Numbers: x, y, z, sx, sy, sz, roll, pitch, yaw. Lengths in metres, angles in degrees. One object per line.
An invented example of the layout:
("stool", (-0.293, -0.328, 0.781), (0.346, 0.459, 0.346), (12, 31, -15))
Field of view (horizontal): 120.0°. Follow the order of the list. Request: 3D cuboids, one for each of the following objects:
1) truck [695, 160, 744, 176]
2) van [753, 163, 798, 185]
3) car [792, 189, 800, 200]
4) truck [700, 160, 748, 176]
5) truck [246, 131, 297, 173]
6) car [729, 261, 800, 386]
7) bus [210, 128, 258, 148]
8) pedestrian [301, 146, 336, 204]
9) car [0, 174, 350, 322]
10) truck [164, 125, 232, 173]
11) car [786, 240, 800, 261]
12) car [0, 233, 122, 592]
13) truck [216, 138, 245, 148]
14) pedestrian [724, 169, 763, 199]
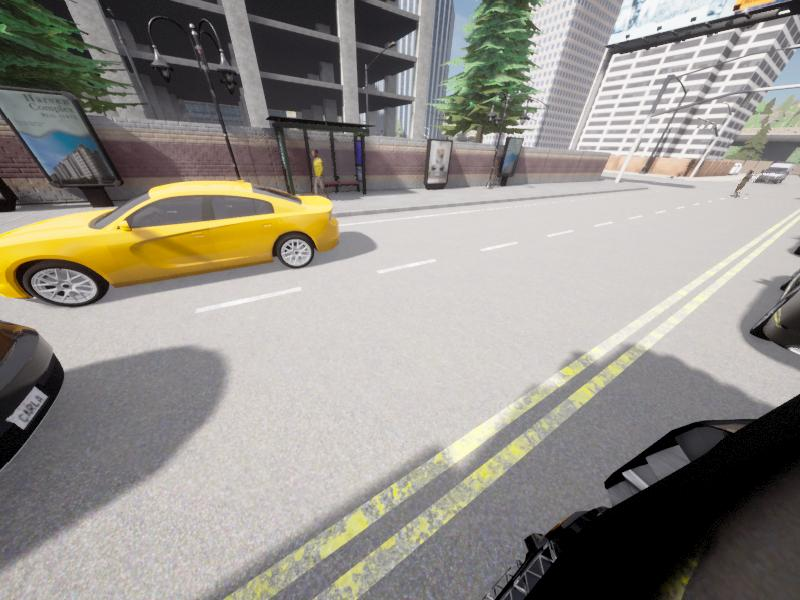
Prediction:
("truck", (67.199, -27.899, 48.715), (2.615, 2.467, 5.204), (-16, 38, -26))
("van", (54.639, -18.391, 33.604), (5.915, 2.561, 1.988), (-16, 38, -26))
("car", (35.068, -8.365, 17.425), (5.566, 2.045, 2.150), (6, 34, 5))
("truck", (70.213, -28.759, 50.245), (2.615, 2.467, 5.204), (-16, 38, -26))
("truck", (-10.481, -11.993, 18.676), (2.615, 2.467, 5.204), (-16, 38, -26))
("car", (7.289, -0.093, 3.172), (5.238, 1.638, 1.930), (-16, 38, -26))
("bus", (-48.601, -47.662, 68.107), (10.273, 4.253, 3.944), (-16, 38, -26))
("pedestrian", (-3.134, -4.836, 8.988), (0.751, 1.860, 0.751), (25, 40, 30))
("car", (-3.724, -1.390, 4.364), (5.008, 1.535, 1.882), (-16, 38, -26))
("truck", (-14.207, -10.930, 16.786), (2.615, 2.467, 5.204), (-16, 38, -26))
("car", (13.676, -1.918, 6.392), (4.611, 1.667, 2.242), (-16, 38, -26))
("car", (-4.772, 1.160, 0.479), (4.892, 1.490, 1.837), (-16, 38, -26))
("truck", (-48.148, -44.745, 65.699), (6.274, 2.098, 2.390), (-16, 38, -26))
("pedestrian", (25.452, -8.595, 17.150), (0.751, 1.860, 0.751), (-18, 39, -28))
